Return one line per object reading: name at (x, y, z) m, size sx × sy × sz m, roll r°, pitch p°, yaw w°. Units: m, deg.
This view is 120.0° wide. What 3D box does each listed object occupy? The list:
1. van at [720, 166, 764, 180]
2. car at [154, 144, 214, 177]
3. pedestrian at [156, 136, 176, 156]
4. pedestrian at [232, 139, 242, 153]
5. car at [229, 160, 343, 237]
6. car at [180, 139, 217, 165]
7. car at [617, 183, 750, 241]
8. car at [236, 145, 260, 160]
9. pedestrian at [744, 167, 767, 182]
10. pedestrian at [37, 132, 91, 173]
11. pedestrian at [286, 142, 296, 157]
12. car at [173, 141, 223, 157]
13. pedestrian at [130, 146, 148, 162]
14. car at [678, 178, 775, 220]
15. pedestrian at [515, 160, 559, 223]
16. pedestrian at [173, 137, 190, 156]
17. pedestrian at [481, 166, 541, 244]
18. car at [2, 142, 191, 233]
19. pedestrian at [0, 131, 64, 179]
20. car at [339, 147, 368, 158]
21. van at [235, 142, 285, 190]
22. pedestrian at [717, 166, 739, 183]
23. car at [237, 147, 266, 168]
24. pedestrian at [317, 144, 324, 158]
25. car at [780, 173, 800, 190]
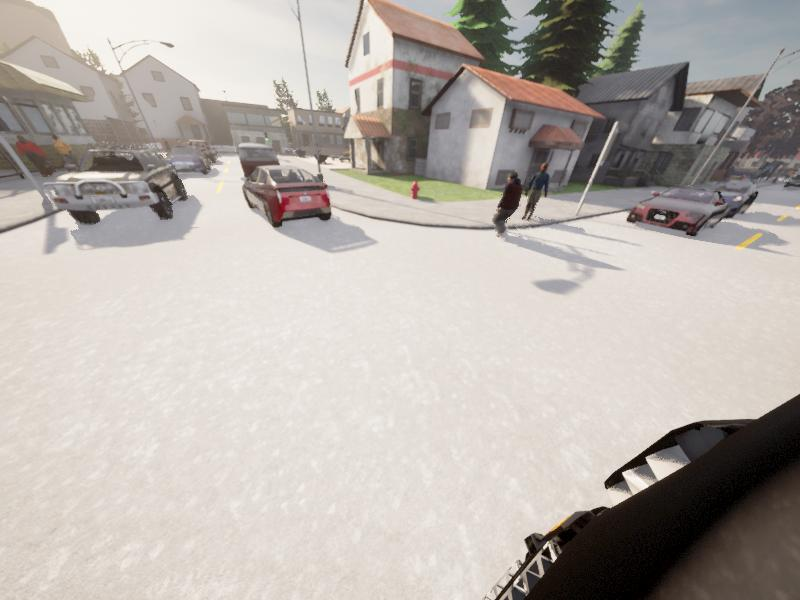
van at (69.434, -25.880, 46.966) m, size 1.775 × 1.987 × 4.442 m, roll -16°, pitch 38°, yaw -26°
car at (-14.781, -9.847, 16.167) m, size 2.033 × 1.649 × 4.856 m, roll -16°, pitch 37°, yaw -26°
pedestrian at (-27.304, -18.003, 27.035) m, size 0.751 × 1.860 × 0.751 m, roll -2°, pitch 34°, yaw -7°
pedestrian at (-28.198, -26.623, 39.952) m, size 0.751 × 1.860 × 0.751 m, roll -18°, pitch 39°, yaw -29°
car at (-3.980, -3.705, 7.845) m, size 2.007 × 1.525 × 4.514 m, roll -23°, pitch 41°, yaw -33°
car at (-19.455, -14.476, 22.534) m, size 1.905 × 1.878 × 3.866 m, roll -16°, pitch 38°, yaw -27°
car at (10.910, -3.558, 8.927) m, size 4.181 × 1.385 × 1.994 m, roll -16°, pitch 38°, yaw -26°
car at (-19.772, -19.182, 29.973) m, size 2.163 × 1.488 × 4.792 m, roll -16°, pitch 38°, yaw -26°
pedestrian at (50.740, -17.913, 32.988) m, size 0.751 × 1.860 × 0.751 m, roll -8°, pitch 35°, yaw -16°
pedestrian at (-18.732, -8.209, 12.944) m, size 0.751 × 1.860 × 0.751 m, roll -11°, pitch 36°, yaw -20°
pedestrian at (-16.769, -23.066, 35.468) m, size 0.751 × 1.860 × 0.751 m, roll 28°, pitch 41°, yaw 33°
car at (-26.975, -20.210, 30.932) m, size 4.902 × 1.511 × 2.128 m, roll 11°, pitch 34°, yaw 12°
pedestrian at (-22.435, -12.540, 19.871) m, size 0.500 × 1.100 × 0.500 m, roll -15°, pitch 38°, yaw -25°
car at (16.448, -5.199, 11.686) m, size 3.633 × 1.501 × 1.845 m, roll -16°, pitch 38°, yaw -26°
pedestrian at (4.787, -3.803, 8.143) m, size 0.751 × 1.860 × 0.751 m, roll 20°, pitch 37°, yaw 24°
pedestrian at (-25.734, -18.051, 27.231) m, size 0.751 × 1.860 × 0.751 m, roll -12°, pitch 36°, yaw -21°
pedestrian at (3.013, -2.643, 6.443) m, size 0.751 × 1.860 × 0.751 m, roll -17°, pitch 39°, yaw -28°
car at (-8.659, -3.865, 7.401) m, size 1.932 × 1.855 × 4.605 m, roll -16°, pitch 38°, yaw -26°
pedestrian at (-17.596, -6.930, 11.091) m, size 0.751 × 1.860 × 0.751 m, roll -16°, pitch 38°, yaw -26°
car at (-9.185, -29.501, 46.257) m, size 5.366 × 1.575 × 1.801 m, roll -17°, pitch 38°, yaw -27°
van at (-8.176, -7.873, 13.383) m, size 1.775 × 1.987 × 4.442 m, roll -16°, pitch 38°, yaw -26°
pedestrian at (41.177, -15.763, 29.002) m, size 0.751 × 1.860 × 0.751 m, roll -18°, pitch 39°, yaw -29°
car at (-14.170, -13.571, 21.961) m, size 1.816 × 1.474 × 4.193 m, roll -16°, pitch 38°, yaw -26°
pedestrian at (-12.963, -24.395, 37.768) m, size 0.751 × 1.860 × 0.751 m, roll -14°, pitch 37°, yaw -24°
car at (48.396, -14.303, 27.827) m, size 3.988 × 1.617 × 1.851 m, roll -16°, pitch 38°, yaw -26°
